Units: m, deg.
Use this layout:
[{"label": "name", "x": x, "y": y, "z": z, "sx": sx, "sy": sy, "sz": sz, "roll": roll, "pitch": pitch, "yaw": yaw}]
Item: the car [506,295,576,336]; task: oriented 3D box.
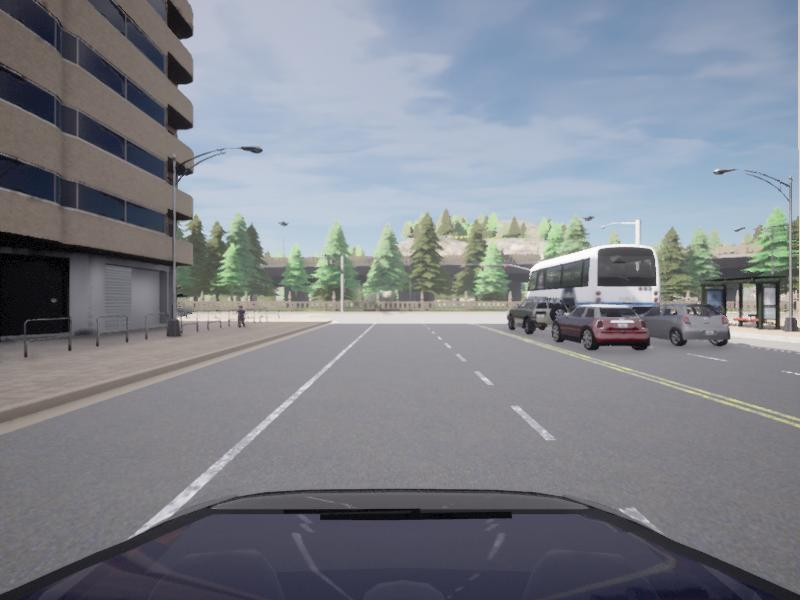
[{"label": "car", "x": 6.962, "y": 0.727, "z": 20.342, "sx": 1.932, "sy": 1.855, "sz": 4.605, "roll": 0, "pitch": 0, "yaw": 0}]

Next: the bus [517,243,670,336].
[{"label": "bus", "x": 10.335, "y": -0.450, "z": 23.394, "sx": 3.944, "sy": 4.253, "sz": 10.273, "roll": 0, "pitch": 0, "yaw": 0}]

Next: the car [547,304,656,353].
[{"label": "car", "x": 6.970, "y": 0.906, "z": 14.323, "sx": 1.970, "sy": 1.475, "sz": 3.806, "roll": 0, "pitch": 0, "yaw": 0}]

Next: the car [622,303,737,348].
[{"label": "car", "x": 10.478, "y": 0.883, "z": 15.360, "sx": 1.845, "sy": 1.501, "sz": 3.633, "roll": 0, "pitch": 0, "yaw": 0}]

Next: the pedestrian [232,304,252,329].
[{"label": "pedestrian", "x": -8.375, "y": 0.845, "z": 21.183, "sx": 0.751, "sy": 1.300, "sz": 0.751, "roll": 0, "pitch": 0, "yaw": 0}]
